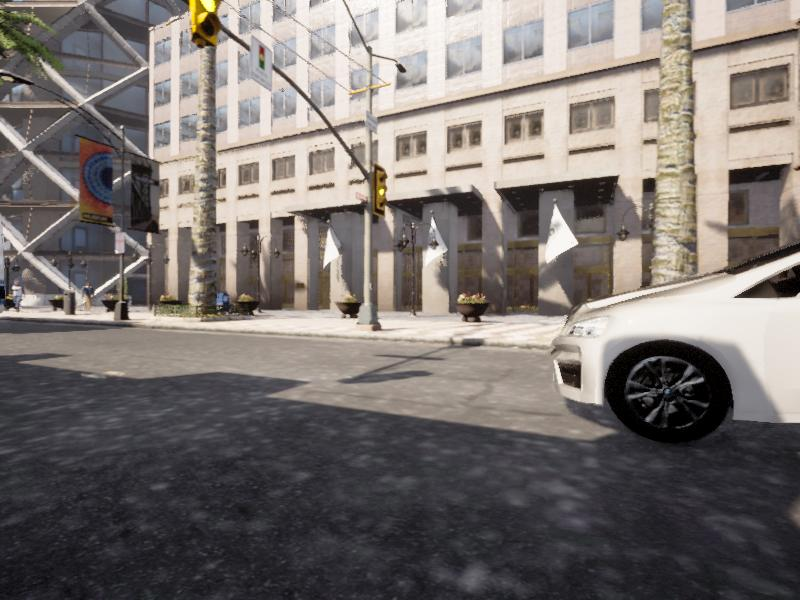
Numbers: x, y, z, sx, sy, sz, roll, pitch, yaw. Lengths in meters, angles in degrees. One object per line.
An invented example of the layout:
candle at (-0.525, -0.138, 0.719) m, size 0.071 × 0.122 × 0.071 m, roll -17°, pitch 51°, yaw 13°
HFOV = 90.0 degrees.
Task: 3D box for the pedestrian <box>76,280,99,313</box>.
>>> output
pedestrian at (-18.026, -0.207, 23.078) m, size 0.751 × 1.860 × 0.751 m, roll 0°, pitch 0°, yaw 21°

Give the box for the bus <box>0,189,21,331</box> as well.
bus at (-17.229, -1.221, 12.774) m, size 10.273 × 4.253 × 3.944 m, roll 0°, pitch 0°, yaw 25°

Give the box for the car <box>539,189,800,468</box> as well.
car at (3.616, 0.171, 3.046) m, size 4.611 × 1.667 × 2.242 m, roll 0°, pitch 0°, yaw 25°

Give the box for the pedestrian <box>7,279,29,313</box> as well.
pedestrian at (-21.655, -0.225, 22.695) m, size 0.751 × 1.860 × 0.751 m, roll 0°, pitch 0°, yaw -34°
